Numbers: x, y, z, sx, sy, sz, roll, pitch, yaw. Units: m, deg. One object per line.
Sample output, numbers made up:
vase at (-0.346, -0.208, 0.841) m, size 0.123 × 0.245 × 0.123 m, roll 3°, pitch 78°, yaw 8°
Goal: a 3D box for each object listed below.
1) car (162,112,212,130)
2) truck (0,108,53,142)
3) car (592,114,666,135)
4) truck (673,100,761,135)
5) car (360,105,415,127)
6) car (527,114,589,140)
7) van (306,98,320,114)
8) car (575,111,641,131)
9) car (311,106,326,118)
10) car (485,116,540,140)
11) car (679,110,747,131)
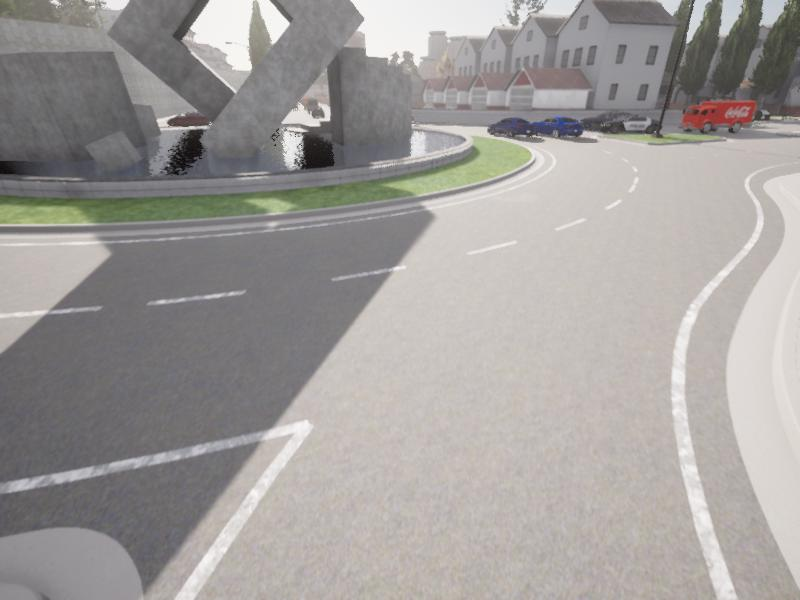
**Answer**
car at (-21.735, -18.369, 40.981) m, size 1.994 × 1.385 × 4.181 m, roll 9°, pitch 28°, yaw 16°
truck at (-30.195, -12.896, 29.534) m, size 2.390 × 2.098 × 6.274 m, roll 21°, pitch 34°, yaw 35°
car at (19.725, -15.240, 34.617) m, size 4.974 × 1.542 × 2.038 m, roll -1°, pitch 27°, yaw -1°
truck at (27.543, -15.988, 34.985) m, size 5.204 × 2.467 × 2.627 m, roll -6°, pitch 28°, yaw -7°
car at (-1.377, -20.351, 44.056) m, size 5.566 × 2.045 × 2.150 m, roll 12°, pitch 29°, yaw 22°
car at (12.427, -13.829, 31.875) m, size 1.882 × 1.535 × 5.008 m, roll -7°, pitch 28°, yaw -14°
van at (-16.374, -36.520, 75.057) m, size 1.988 × 2.561 × 5.915 m, roll -6°, pitch 28°, yaw -12°
car at (19.488, -16.867, 37.683) m, size 4.856 × 1.649 × 2.033 m, roll 0°, pitch 27°, yaw -1°
car at (-12.383, -28.378, 60.348) m, size 1.816 × 1.474 × 4.193 m, roll -6°, pitch 28°, yaw -12°
car at (8.831, -13.768, 31.867) m, size 1.812 × 1.442 × 4.674 m, roll -9°, pitch 29°, yaw -18°
car at (30.296, -17.437, 38.755) m, size 5.238 × 1.638 × 1.930 m, roll -7°, pitch 28°, yaw -12°
